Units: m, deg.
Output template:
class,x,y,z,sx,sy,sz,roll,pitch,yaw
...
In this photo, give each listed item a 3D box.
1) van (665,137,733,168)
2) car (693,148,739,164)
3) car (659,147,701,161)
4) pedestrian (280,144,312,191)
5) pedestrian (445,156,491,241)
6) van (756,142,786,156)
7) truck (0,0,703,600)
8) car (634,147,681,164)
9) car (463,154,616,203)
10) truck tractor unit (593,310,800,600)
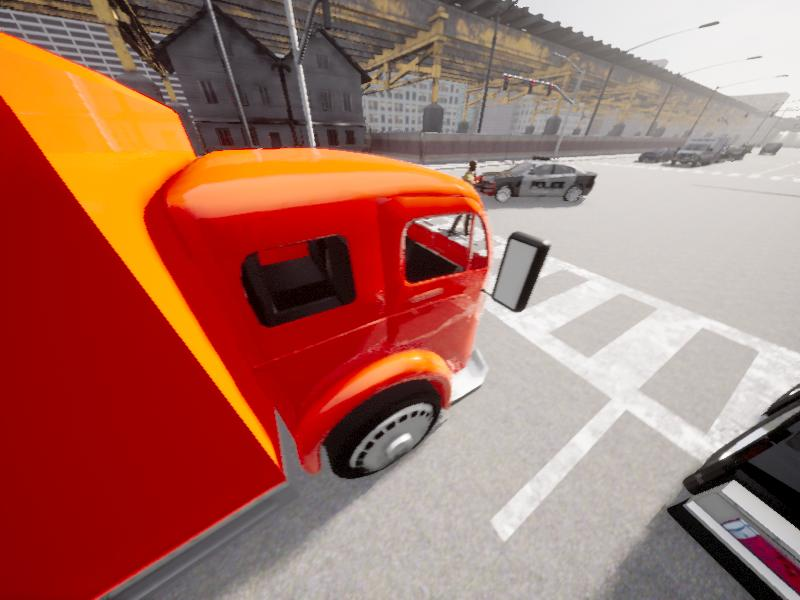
class,x,y,z,sx,sy,sz,roll,pitch,yaw
van,31.363,-15.584,24.272,6.366,2.431,2.351,-19,40,-25
car,38.187,-17.462,27.920,5.357,1.411,2.033,-19,40,-25
car,37.348,-19.541,30.829,5.357,1.411,2.033,-19,40,-25
pedestrian,-5.009,-6.420,11.218,0.751,1.860,0.751,26,43,31
pedestrian,1.666,-2.573,5.921,0.751,1.860,0.751,6,36,8
van,68.093,-27.773,42.417,4.442,1.987,1.775,-18,40,-25
truck,-1.826,0.287,1.363,5.204,2.467,2.627,-19,40,-25
car,30.859,-17.355,27.645,5.357,1.411,2.033,-19,40,-25
car,5.758,-5.361,10.141,5.238,1.638,1.930,-1,35,-3
truck tractor unit,5.228,-0.163,0.589,6.516,4.208,3.053,-13,38,-18
